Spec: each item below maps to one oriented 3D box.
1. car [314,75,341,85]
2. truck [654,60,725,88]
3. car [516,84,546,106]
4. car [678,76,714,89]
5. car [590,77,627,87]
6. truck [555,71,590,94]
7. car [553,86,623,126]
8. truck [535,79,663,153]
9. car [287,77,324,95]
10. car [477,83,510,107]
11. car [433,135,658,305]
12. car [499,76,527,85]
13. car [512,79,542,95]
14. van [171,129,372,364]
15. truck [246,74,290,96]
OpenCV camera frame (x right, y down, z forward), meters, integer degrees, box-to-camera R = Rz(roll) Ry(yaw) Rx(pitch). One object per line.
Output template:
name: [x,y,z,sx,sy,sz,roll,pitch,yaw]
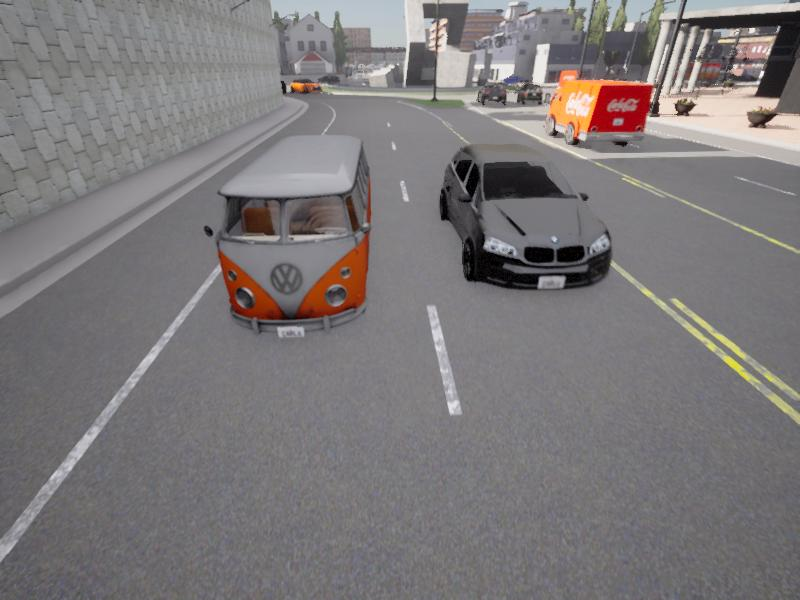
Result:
car: [-13.764,-42.178,76.594,1.837,1.490,4.892,24,38,35]
truck: [46.567,-36.557,64.613,8.468,3.827,2.891,-2,30,-4]
car: [11.895,-18.794,36.558,1.789,1.549,3.705,2,30,4]
car: [45.918,-33.761,62.116,3.988,1.617,1.851,-2,30,-4]
car: [34.032,-35.621,65.333,4.892,1.490,1.837,6,31,10]
truck: [22.202,-28.027,51.413,2.627,2.467,5.204,17,35,27]
car: [11.543,-12.213,24.993,1.932,1.855,4.605,-1,31,-2]
truck: [8.425,-8.353,17.812,2.627,2.467,5.204,-2,30,-3]
car: [-11.744,-26.666,49.804,4.553,1.767,2.097,25,39,36]
car: [8.365,-18.691,36.317,2.152,1.651,5.027,2,30,4]
car: [2.067,-1.840,7.483,2.242,1.667,4.611,-2,30,-3]
car: [20.849,-40.671,74.035,1.812,1.442,4.674,-22,37,-32]
car: [15.736,-26.384,49.507,1.789,1.549,3.705,25,38,36]
van: [-1.360,-1.251,6.169,1.775,1.987,4.442,-2,30,-3]
truck: [-16.424,-26.711,49.575,2.390,2.098,6.274,-25,39,-36]
